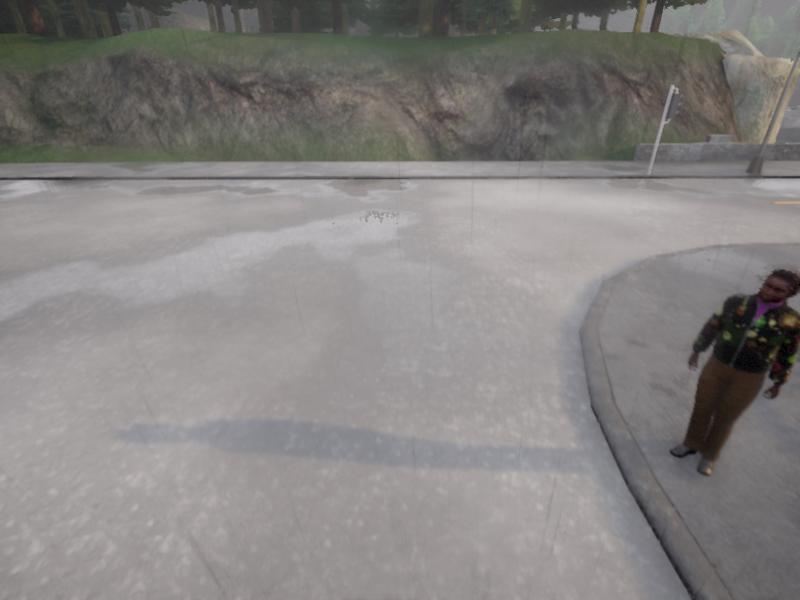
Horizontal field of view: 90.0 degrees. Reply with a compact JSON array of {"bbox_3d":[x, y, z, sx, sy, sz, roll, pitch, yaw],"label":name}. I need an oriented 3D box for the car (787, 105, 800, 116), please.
[{"bbox_3d":[63.052,-29.186,61.455,4.792,1.488,2.163,0,27,0],"label":"car"}]

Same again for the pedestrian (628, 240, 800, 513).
[{"bbox_3d":[2.603,0.588,3.122,0.751,1.860,0.751,-14,31,-26],"label":"pedestrian"}]
